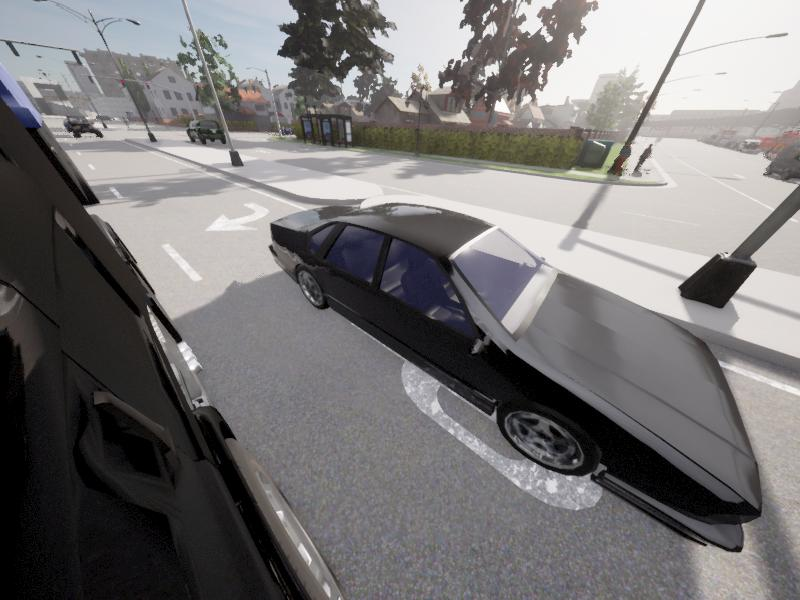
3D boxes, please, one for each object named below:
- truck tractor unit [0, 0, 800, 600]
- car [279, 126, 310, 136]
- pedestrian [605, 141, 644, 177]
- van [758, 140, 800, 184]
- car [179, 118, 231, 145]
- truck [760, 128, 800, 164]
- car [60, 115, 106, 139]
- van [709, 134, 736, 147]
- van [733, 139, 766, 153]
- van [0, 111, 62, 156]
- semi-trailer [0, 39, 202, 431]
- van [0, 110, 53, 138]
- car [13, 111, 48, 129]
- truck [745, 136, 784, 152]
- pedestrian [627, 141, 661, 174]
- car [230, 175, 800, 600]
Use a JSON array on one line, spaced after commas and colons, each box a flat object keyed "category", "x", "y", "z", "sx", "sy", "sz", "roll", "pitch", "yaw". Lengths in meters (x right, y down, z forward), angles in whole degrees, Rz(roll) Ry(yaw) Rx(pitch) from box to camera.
[{"category": "truck tractor unit", "x": -2.645, "y": -0.295, "z": 0.351, "sx": 6.516, "sy": 4.208, "sz": 3.053, "roll": 28, "pitch": 44, "yaw": 30}, {"category": "car", "x": -20.678, "y": -33.169, "z": 45.414, "sx": 2.163, "sy": 1.488, "sz": 4.792, "roll": 28, "pitch": 44, "yaw": 30}, {"category": "pedestrian", "x": 13.942, "y": -8.788, "z": 14.418, "sx": 0.751, "sy": 1.860, "sz": 0.751, "roll": 7, "pitch": 37, "yaw": 5}, {"category": "van", "x": 31.249, "y": -10.641, "z": 17.712, "sx": 1.988, "sy": 2.561, "sz": 5.915, "roll": 28, "pitch": 44, "yaw": 30}, {"category": "car", "x": -20.597, "y": -17.779, "z": 24.386, "sx": 5.566, "sy": 2.045, "sz": 2.150, "roll": 28, "pitch": 43, "yaw": 29}, {"category": "truck", "x": 55.189, "y": -21.382, "z": 31.928, "sx": 2.891, "sy": 3.827, "sz": 8.468, "roll": 28, "pitch": 45, "yaw": 30}, {"category": "car", "x": -32.894, "y": -17.954, "z": 23.972, "sx": 3.866, "sy": 1.878, "sz": 1.905, "roll": 28, "pitch": 43, "yaw": 29}, {"category": "van", "x": 84.397, "y": -41.819, "z": 60.538, "sx": 2.351, "sy": 2.431, "sz": 6.366, "roll": 28, "pitch": 45, "yaw": 30}, {"category": "van", "x": 68.660, "y": -30.366, "z": 45.492, "sx": 2.069, "sy": 2.038, "sz": 4.480, "roll": 28, "pitch": 45, "yaw": 30}, {"category": "van", "x": -23.751, "y": -10.493, "z": 14.457, "sx": 4.480, "sy": 2.038, "sz": 2.069, "roll": 28, "pitch": 43, "yaw": 29}, {"category": "semi-trailer", "x": -8.726, "y": -3.588, "z": 4.197, "sx": 14.254, "sy": 4.402, "sz": 2.717, "roll": 28, "pitch": 44, "yaw": 29}, {"category": "van", "x": -37.352, "y": -17.635, "z": 23.144, "sx": 4.480, "sy": 2.038, "sz": 2.069, "roll": 27, "pitch": 43, "yaw": 30}, {"category": "car", "x": -53.632, "y": -26.119, "z": 33.577, "sx": 4.605, "sy": 1.855, "sz": 1.932, "roll": 28, "pitch": 44, "yaw": 29}, {"category": "truck", "x": 76.489, "y": -32.803, "z": 48.578, "sx": 2.627, "sy": 2.467, "sz": 5.204, "roll": 28, "pitch": 45, "yaw": 30}, {"category": "pedestrian", "x": 16.958, "y": -9.886, "z": 16.075, "sx": 0.751, "sy": 1.860, "sz": 0.751, "roll": -23, "pitch": 44, "yaw": -30}, {"category": "car", "x": 0.358, "y": -0.296, "z": 2.898, "sx": 5.357, "sy": 1.411, "sz": 2.033, "roll": 28, "pitch": 43, "yaw": 29}]
